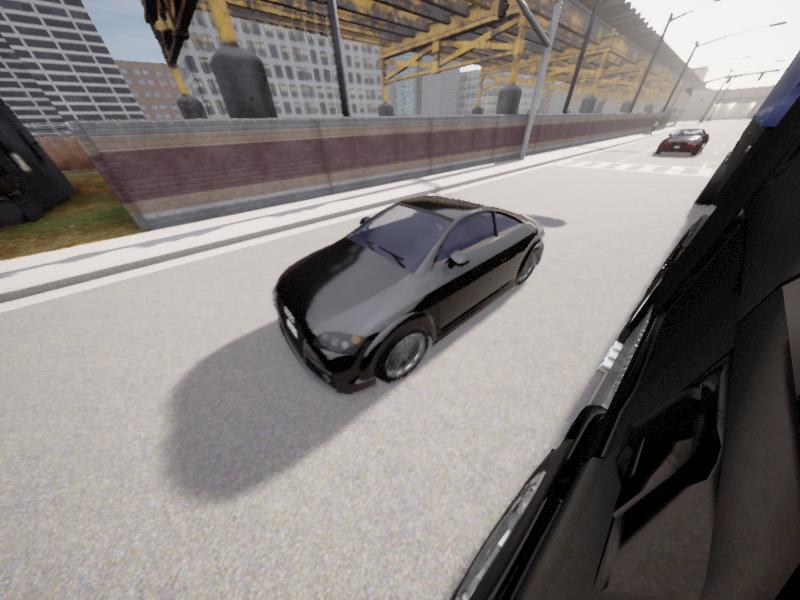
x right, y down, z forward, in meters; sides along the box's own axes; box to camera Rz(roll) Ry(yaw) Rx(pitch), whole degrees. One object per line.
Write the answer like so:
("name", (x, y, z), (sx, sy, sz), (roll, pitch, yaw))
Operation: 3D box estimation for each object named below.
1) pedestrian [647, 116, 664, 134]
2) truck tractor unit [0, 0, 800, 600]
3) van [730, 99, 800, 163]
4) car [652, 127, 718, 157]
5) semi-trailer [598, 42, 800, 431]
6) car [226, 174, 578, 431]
("pedestrian", (34.664, -23.721, 31.356), (0.751, 1.860, 0.751), (-25, 42, -27))
("truck tractor unit", (2.645, -0.295, 0.351), (6.516, 4.208, 3.053), (-28, 44, -30))
("van", (21.513, -9.673, 13.150), (5.915, 2.561, 1.988), (-28, 44, -30))
("car", (19.548, -10.881, 15.846), (4.181, 1.385, 1.994), (-27, 43, -29))
("semi-trailer", (8.688, -3.604, 4.248), (14.254, 4.402, 2.717), (-28, 44, -30))
("car", (0.370, -0.659, 3.352), (4.181, 1.385, 1.994), (-28, 44, -30))
